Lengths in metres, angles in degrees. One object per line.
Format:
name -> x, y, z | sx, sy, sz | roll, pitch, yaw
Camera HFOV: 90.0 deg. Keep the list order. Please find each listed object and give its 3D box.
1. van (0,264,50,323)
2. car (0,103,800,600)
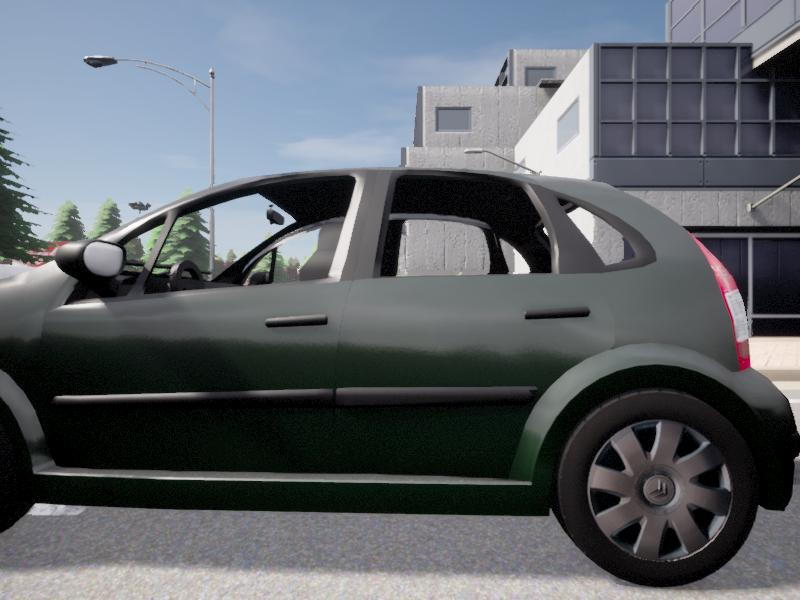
van -> -18.135, -0.278, 16.613 | 1.988, 2.561, 5.915 | 0, 0, 1
car -> -0.493, 0.188, 2.251 | 3.988, 1.617, 1.851 | 0, 0, 2
